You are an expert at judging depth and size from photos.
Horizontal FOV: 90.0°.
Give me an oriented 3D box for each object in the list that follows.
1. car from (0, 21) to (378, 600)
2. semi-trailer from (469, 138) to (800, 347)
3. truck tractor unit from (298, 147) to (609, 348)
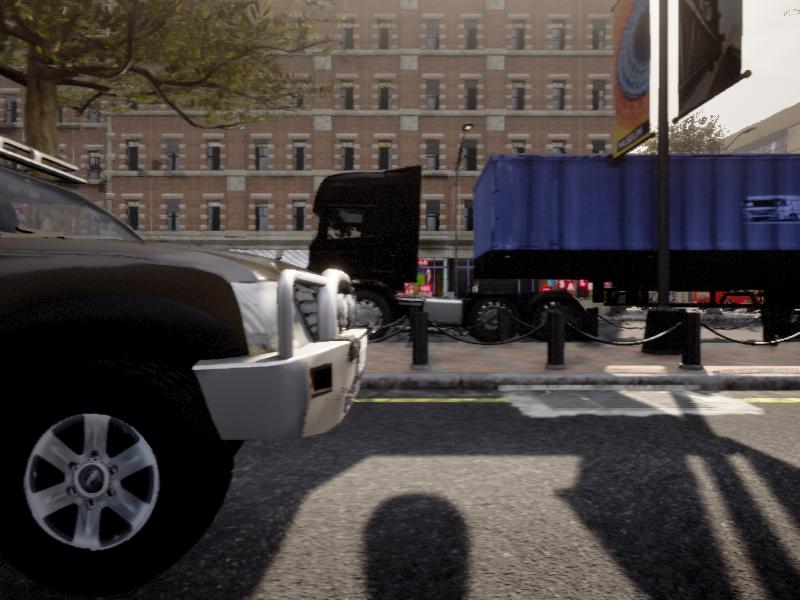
[{"bbox_3d":[-2.494,0.048,2.197,4.605,1.855,1.932,1,0,0],"label":"car"},{"bbox_3d":[9.050,-1.216,9.768,14.254,4.402,2.717,0,0,2],"label":"semi-trailer"},{"bbox_3d":[1.142,-1.121,10.005,6.516,4.208,3.053,0,0,2],"label":"truck tractor unit"}]
